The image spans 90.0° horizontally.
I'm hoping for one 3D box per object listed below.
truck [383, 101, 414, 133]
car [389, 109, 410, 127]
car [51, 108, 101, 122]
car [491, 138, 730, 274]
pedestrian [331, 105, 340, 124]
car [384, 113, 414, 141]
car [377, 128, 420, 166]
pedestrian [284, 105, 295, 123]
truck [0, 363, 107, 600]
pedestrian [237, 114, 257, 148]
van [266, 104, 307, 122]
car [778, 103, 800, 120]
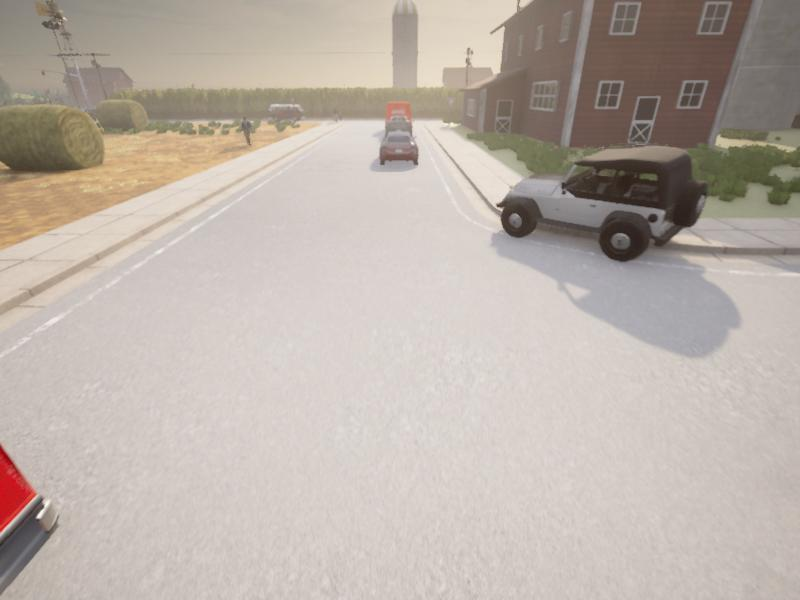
[{"bbox_3d":[-0.108,-17.196,37.446,2.627,2.467,5.204,0,28,0],"label":"truck"},{"bbox_3d":[0.032,-20.101,44.105,2.038,1.542,4.974,1,27,3],"label":"car"},{"bbox_3d":[-44.529,-25.465,55.047,4.974,1.542,2.038,1,27,2],"label":"car"},{"bbox_3d":[4.136,-2.243,8.560,1.905,1.878,3.866,-29,36,-34],"label":"car"},{"bbox_3d":[-7.160,-20.681,44.559,0.751,1.860,0.751,0,27,1],"label":"pedestrian"},{"bbox_3d":[-0.086,-13.697,31.539,2.152,1.651,5.027,0,27,0],"label":"car"},{"bbox_3d":[-0.055,-8.008,20.745,1.994,1.385,4.181,0,27,0],"label":"car"},{"bbox_3d":[-12.533,-21.003,45.238,0.751,1.860,0.751,3,27,6],"label":"pedestrian"},{"bbox_3d":[-3.508,1.985,0.113,2.627,2.467,5.204,0,27,0],"label":"truck"},{"bbox_3d":[-9.232,-10.200,24.176,0.751,1.860,0.751,-4,27,-8],"label":"pedestrian"},{"bbox_3d":[-14.478,-23.986,51.312,4.480,2.038,2.069,0,27,1],"label":"van"},{"bbox_3d":[50.846,-23.799,50.472,3.866,1.878,1.905,0,27,1],"label":"car"}]
